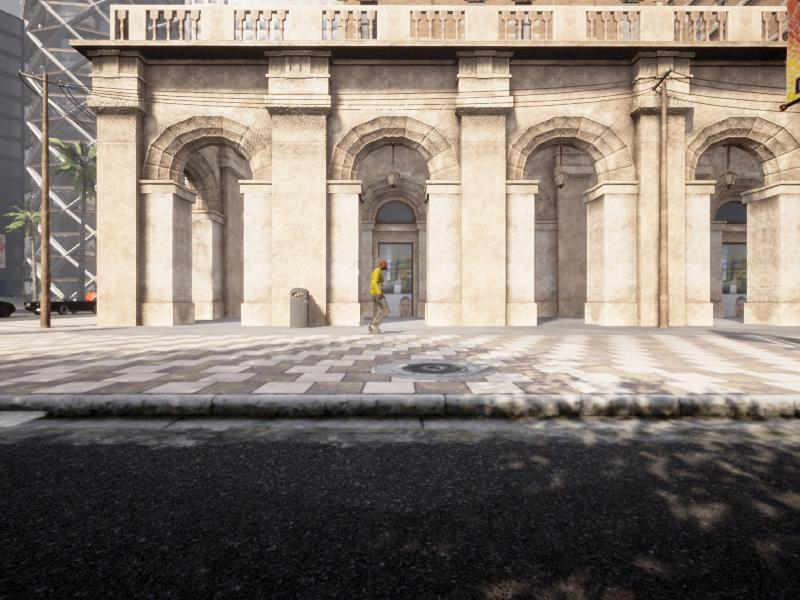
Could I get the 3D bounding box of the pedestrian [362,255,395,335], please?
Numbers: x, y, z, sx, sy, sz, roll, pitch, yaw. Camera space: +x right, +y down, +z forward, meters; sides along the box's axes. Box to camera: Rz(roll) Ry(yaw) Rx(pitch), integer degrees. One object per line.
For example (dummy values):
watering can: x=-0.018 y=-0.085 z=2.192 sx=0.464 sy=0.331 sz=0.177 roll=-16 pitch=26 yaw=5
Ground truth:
pedestrian: x=-0.499 y=-0.115 z=9.595 sx=0.751 sy=1.860 sz=0.751 roll=0 pitch=0 yaw=0

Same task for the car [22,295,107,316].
car: x=-23.035 y=0.340 z=27.750 sx=1.895 sy=1.301 sz=4.718 roll=0 pitch=0 yaw=0

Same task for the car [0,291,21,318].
car: x=-23.029 y=0.251 z=21.246 sx=1.816 sy=1.474 sz=4.193 roll=0 pitch=0 yaw=0
